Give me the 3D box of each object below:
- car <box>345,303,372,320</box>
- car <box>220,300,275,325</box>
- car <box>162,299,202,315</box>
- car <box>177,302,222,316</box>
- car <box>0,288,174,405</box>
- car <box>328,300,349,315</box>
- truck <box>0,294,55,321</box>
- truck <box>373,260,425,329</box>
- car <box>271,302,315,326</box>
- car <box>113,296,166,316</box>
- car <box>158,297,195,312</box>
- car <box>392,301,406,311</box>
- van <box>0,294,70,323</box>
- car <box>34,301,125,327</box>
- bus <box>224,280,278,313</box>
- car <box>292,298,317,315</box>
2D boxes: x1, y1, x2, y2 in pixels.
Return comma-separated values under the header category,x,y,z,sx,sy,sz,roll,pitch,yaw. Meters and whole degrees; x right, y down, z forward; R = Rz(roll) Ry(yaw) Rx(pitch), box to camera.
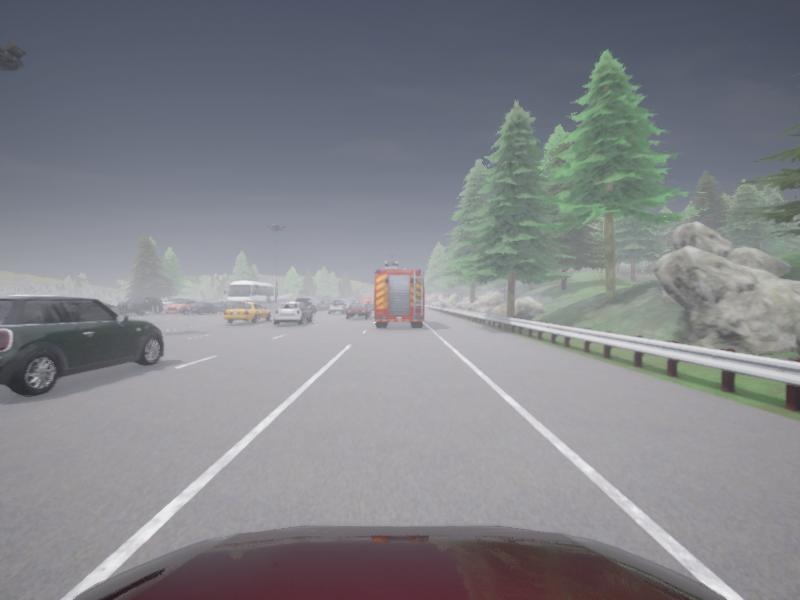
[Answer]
category,x,y,z,sx,sy,sz,roll,pitch,yaw
car,-3.584,0.974,35.256,1.895,1.301,4.718,0,0,0
car,-10.563,0.823,28.197,1.801,1.575,5.366,0,0,0
car,-24.615,0.726,45.371,2.097,1.767,4.553,0,0,0
car,-21.107,0.926,42.371,2.033,1.411,5.357,0,0,0
car,-7.006,0.699,8.273,2.097,1.767,4.553,0,0,0
car,-7.116,0.827,46.550,1.851,1.617,3.988,0,0,0
truck,-31.575,0.561,32.122,2.390,2.098,6.274,0,0,0
truck,-0.052,-0.297,26.425,2.891,3.827,8.468,0,0,0
car,-7.059,0.875,26.873,1.970,1.475,3.806,0,0,0
car,-28.109,0.600,43.524,2.150,2.045,5.566,0,0,0
car,-31.648,0.605,56.918,2.150,2.045,5.566,0,0,0
car,-0.162,0.881,61.755,2.038,1.542,4.974,0,0,0
van,-28.071,0.590,30.535,2.069,2.038,4.480,0,0,0
car,-21.058,0.852,26.594,2.128,1.511,4.902,0,0,0
bus,-21.028,-0.489,57.246,3.944,4.253,10.273,0,0,0
car,-10.611,0.684,44.777,1.905,1.878,3.866,0,0,0
